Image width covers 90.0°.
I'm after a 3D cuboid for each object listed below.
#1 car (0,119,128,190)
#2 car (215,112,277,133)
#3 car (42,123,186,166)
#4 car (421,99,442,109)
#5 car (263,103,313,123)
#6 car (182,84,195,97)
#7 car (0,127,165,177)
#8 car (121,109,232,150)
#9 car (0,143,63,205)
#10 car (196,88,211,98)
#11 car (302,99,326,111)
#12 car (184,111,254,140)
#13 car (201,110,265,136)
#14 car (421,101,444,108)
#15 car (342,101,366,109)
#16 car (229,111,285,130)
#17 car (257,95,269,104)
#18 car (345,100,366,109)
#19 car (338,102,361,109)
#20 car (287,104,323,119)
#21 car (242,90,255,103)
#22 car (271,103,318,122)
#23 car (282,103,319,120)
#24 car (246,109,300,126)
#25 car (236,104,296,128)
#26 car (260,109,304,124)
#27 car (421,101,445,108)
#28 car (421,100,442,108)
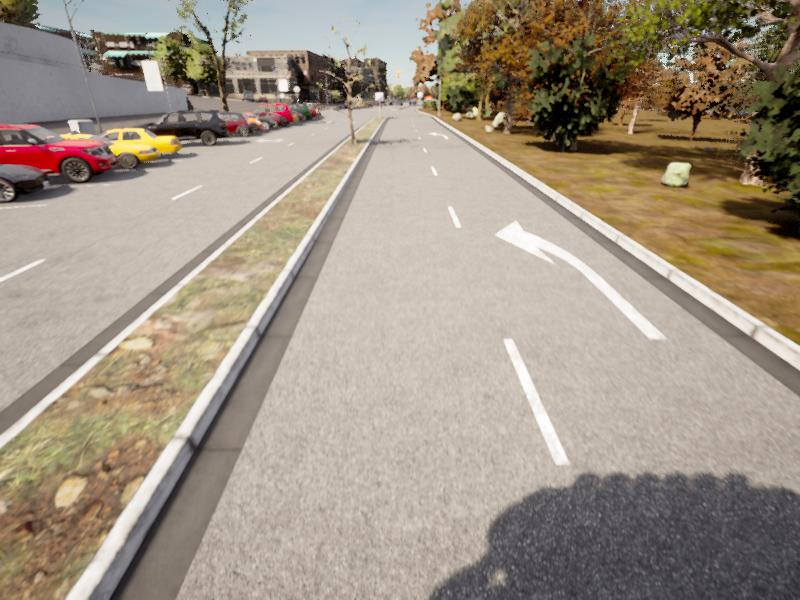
[{"bbox_3d":[-13.801,-5.372,14.699,5.566,2.045,2.435,-10,29,-17],"label":"car"},{"bbox_3d":[-13.823,-16.105,36.158,4.892,1.521,2.231,-10,28,-17],"label":"car"},{"bbox_3d":[-13.994,-7.865,20.072,5.366,1.575,1.946,-10,29,-17],"label":"car"},{"bbox_3d":[7.231,-45.769,93.393,4.442,1.987,1.878,-6,28,-13],"label":"car"},{"bbox_3d":[-13.816,-23.130,49.415,5.566,2.045,2.435,-10,29,-17],"label":"car"},{"bbox_3d":[-43.183,-42.810,81.764,1.878,1.987,4.442,-3,26,-20],"label":"car"},{"bbox_3d":[-13.648,-6.555,17.523,5.366,1.575,1.946,-10,29,-17],"label":"car"},{"bbox_3d":[-13.846,-10.857,25.338,5.566,2.045,2.435,-10,29,-17],"label":"car"},{"bbox_3d":[-13.797,-3.742,12.160,4.792,1.488,2.163,-10,29,-17],"label":"car"},{"bbox_3d":[-40.239,-42.388,82.048,2.231,1.521,4.892,-4,26,-20],"label":"car"},{"bbox_3d":[-15.994,-36.483,74.852,3.988,1.617,1.851,6,26,4],"label":"car"},{"bbox_3d":[-13.788,-13.493,30.759,4.553,1.767,2.185,-10,29,-17],"label":"car"},{"bbox_3d":[-13.850,-14.850,33.419,4.553,1.767,2.185,-10,28,-17],"label":"car"},{"bbox_3d":[8.127,-49.583,101.344,5.366,1.575,1.946,-5,28,-12],"label":"car"},{"bbox_3d":[-10.853,-45.741,93.843,5.366,1.575,1.946,-7,27,-13],"label":"car"},{"bbox_3d":[-13.840,-17.434,38.830,4.792,1.488,2.163,-10,29,-17],"label":"car"},{"bbox_3d":[-28.208,-41.310,82.481,2.002,1.452,4.674,-4,26,-20],"label":"car"},{"bbox_3d":[-10.761,-47.189,96.418,4.553,1.767,2.185,-7,27,-12],"label":"car"},{"bbox_3d":[-11.496,-44.343,91.196,4.792,1.488,2.163,-8,28,-13],"label":"car"},{"bbox_3d":[-13.657,-27.119,57.540,4.553,1.767,2.185,-10,28,-17],"label":"car"},{"bbox_3d":[-31.202,-41.844,82.275,2.435,2.045,5.566,-4,26,-20],"label":"car"},{"bbox_3d":[-13.745,-24.507,52.121,5.566,2.045,2.435,-10,28,-17],"label":"car"},{"bbox_3d":[-13.631,-25.860,54.839,4.442,1.987,1.878,-10,28,-17],"label":"car"},{"bbox_3d":[-13.983,-20.160,44.123,5.366,1.575,1.946,-10,29,-17],"label":"car"},{"bbox_3d":[-13.841,-19.046,41.380,5.566,2.045,2.435,-10,29,-17],"label":"car"},{"bbox_3d":[-13.795,-21.513,46.876,4.674,1.452,2.002,-10,29,-17],"label":"car"},{"bbox_3d":[8.147,-48.282,98.807,5.366,1.575,1.946,-6,28,-12],"label":"car"},{"bbox_3d":[7.613,-47.031,96.084,4.553,1.767,2.185,-6,28,-12],"label":"car"}]
